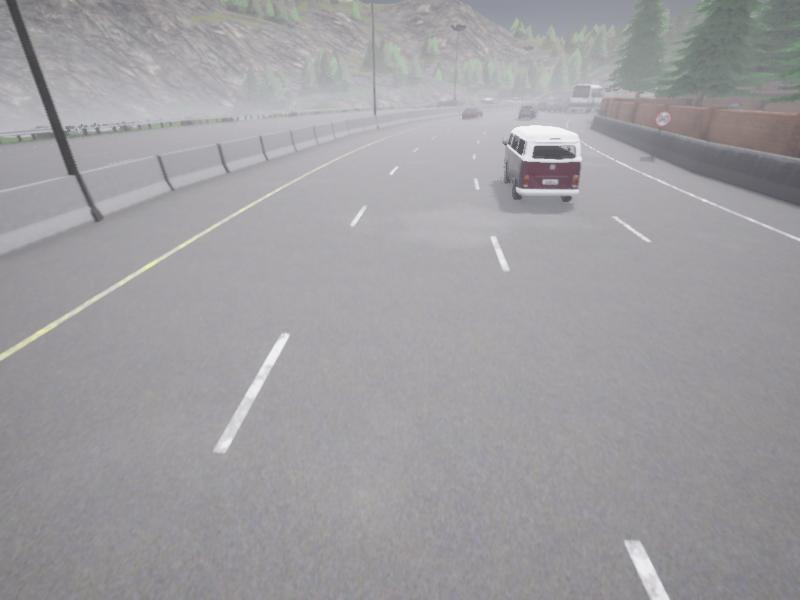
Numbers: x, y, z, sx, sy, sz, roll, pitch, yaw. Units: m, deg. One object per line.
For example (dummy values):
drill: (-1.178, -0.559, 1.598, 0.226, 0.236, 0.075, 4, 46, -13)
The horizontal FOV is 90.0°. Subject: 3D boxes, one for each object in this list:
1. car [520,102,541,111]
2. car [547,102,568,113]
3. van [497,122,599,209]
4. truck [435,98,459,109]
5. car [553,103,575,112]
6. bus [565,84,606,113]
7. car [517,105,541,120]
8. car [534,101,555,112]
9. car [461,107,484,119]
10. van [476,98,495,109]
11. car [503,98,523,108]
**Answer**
car: (25.430, -37.777, 78.063, 2.033, 1.411, 5.357, 19, 33, 32)
car: (27.310, -33.391, 69.315, 2.152, 1.651, 5.027, 16, 32, 29)
van: (4.599, -4.624, 13.286, 2.069, 2.038, 4.480, 2, 28, 7)
truck: (10.794, -45.097, 91.535, 2.390, 2.098, 6.274, 19, 33, 32)
car: (30.005, -35.158, 73.078, 1.895, 1.301, 4.718, 21, 34, 35)
bus: (32.782, -35.513, 70.528, 3.944, 4.253, 10.273, 17, 32, 30)
car: (16.870, -24.566, 52.273, 2.033, 1.649, 4.856, 12, 29, 23)
car: (26.742, -35.836, 74.045, 2.033, 1.649, 4.856, 17, 32, 30)
car: (9.764, -25.073, 53.575, 1.994, 1.385, 4.181, 11, 29, 21)
van: (18.211, -41.578, 84.759, 2.069, 2.038, 4.480, 18, 32, 32)
car: (26.710, -46.518, 94.270, 2.150, 2.045, 5.566, 22, 34, 36)
